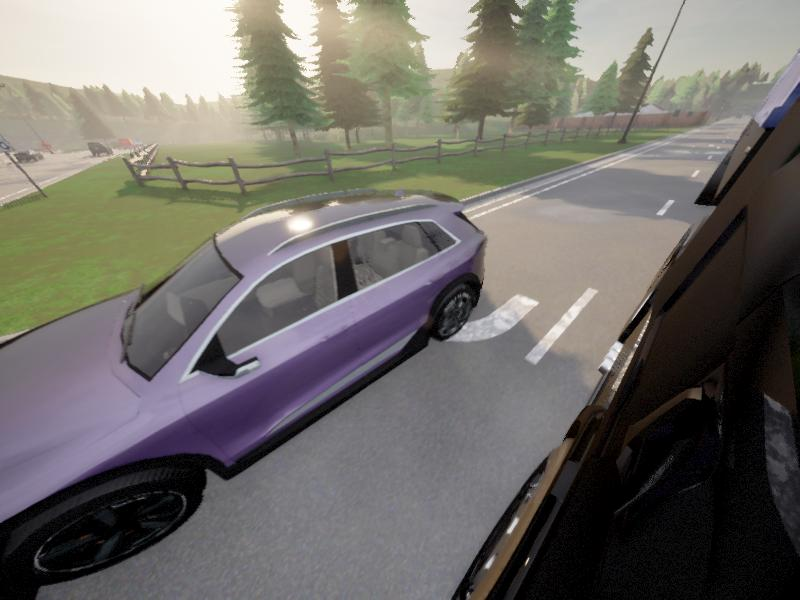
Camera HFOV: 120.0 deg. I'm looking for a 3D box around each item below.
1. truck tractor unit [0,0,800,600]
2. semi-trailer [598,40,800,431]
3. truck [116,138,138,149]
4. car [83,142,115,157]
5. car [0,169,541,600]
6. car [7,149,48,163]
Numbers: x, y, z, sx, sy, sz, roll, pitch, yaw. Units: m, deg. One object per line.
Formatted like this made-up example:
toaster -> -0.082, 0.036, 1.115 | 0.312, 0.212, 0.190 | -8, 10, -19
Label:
truck tractor unit -> 2.645, -0.295, 0.351 | 6.516, 4.208, 3.053 | -28, 44, -30
semi-trailer -> 8.676, -3.617, 4.254 | 14.254, 4.402, 2.717 | -28, 44, -30
truck -> -78.735, -45.131, 66.689 | 2.627, 2.467, 5.204 | -26, 43, -28
car -> -54.588, -27.497, 42.013 | 2.150, 2.045, 5.566 | -28, 43, -30
car -> -1.020, -0.049, 2.409 | 4.856, 1.649, 2.033 | -27, 43, -29
car -> -56.198, -21.823, 34.978 | 1.837, 1.490, 4.892 | -28, 43, -30
